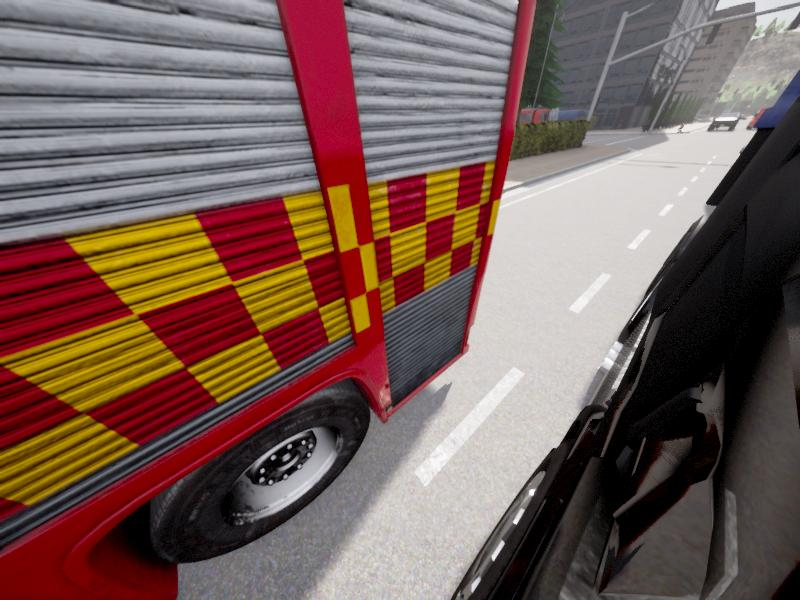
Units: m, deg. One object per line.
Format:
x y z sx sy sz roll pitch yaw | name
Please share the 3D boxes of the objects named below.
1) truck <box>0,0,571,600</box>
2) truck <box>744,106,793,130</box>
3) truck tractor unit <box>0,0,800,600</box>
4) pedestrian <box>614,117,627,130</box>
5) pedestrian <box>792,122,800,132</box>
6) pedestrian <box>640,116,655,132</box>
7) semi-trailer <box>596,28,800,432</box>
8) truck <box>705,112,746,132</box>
-3.414 0.339 0.211 8.468 3.827 2.891 -28 44 -30 | truck
51.409 -25.475 32.386 5.204 2.467 2.627 -28 44 -30 | truck
2.645 -0.295 0.351 6.516 4.208 3.053 -28 44 -30 | truck tractor unit
41.271 -32.971 43.234 0.751 1.860 0.751 -8 37 -7 | pedestrian
45.091 -19.764 25.621 0.751 1.860 0.751 -27 43 -29 | pedestrian
36.685 -26.001 34.227 0.751 1.860 0.751 26 45 32 | pedestrian
8.798 -3.536 4.126 14.254 4.402 2.717 -27 43 -29 | semi-trailer
46.910 -25.678 33.249 6.274 2.098 2.390 -28 43 -29 | truck
